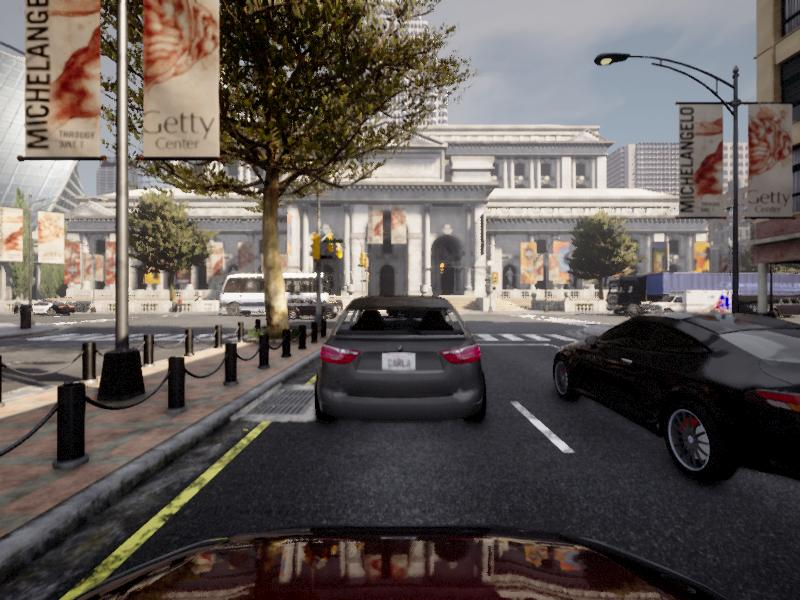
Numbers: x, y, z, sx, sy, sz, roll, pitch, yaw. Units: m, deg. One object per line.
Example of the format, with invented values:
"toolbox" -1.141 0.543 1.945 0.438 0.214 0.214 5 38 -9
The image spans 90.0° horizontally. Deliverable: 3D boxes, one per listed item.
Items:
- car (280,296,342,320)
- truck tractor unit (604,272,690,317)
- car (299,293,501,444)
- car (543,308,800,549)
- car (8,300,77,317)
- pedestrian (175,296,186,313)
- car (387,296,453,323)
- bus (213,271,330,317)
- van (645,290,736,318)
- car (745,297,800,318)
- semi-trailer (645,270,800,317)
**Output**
"car" -7.127 0.646 32.339 4.605 1.855 1.932 0 0 0
"truck tractor unit" 23.971 -0.505 39.117 6.516 4.208 3.053 0 0 0
"car" 0.019 0.755 6.742 2.242 1.667 4.611 0 0 0
"car" 3.472 0.869 4.859 1.812 1.442 4.674 0 0 0
"car" -35.226 0.822 39.520 4.974 1.542 2.038 0 0 1
"pedestrian" -24.497 0.477 44.623 0.751 1.860 0.751 0 0 19
"car" 1.381 0.646 28.777 4.605 1.855 1.932 0 0 0
"bus" -12.310 -0.540 39.258 10.273 4.253 3.944 0 0 0
"van" 25.704 0.372 35.601 6.366 2.431 2.351 0 0 0
"car" 33.812 0.646 35.536 4.605 1.855 1.932 0 0 0
"semi-trailer" 31.892 -0.626 39.165 14.254 4.402 2.717 0 0 -1
